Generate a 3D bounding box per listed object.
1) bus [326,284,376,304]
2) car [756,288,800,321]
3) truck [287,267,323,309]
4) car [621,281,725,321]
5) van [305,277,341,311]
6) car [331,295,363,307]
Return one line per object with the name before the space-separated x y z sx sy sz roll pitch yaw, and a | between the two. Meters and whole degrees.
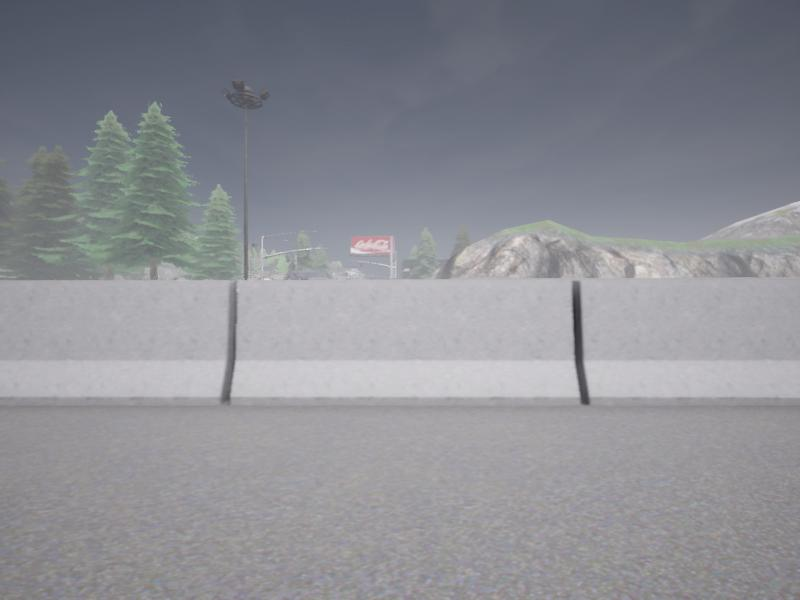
bus | -10.814 -1.326 88.856 10.273 4.253 3.944 0 0 -30
car | 20.309 0.203 19.835 3.705 1.549 1.789 0 0 0
truck | -9.572 -1.116 40.952 2.891 3.827 8.468 0 0 -9
car | 13.374 0.037 19.788 3.866 1.878 1.905 0 0 0
van | -6.300 -0.471 33.475 1.988 2.561 5.915 0 0 -1
car | -7.298 0.118 55.461 1.882 1.535 5.008 0 0 27
